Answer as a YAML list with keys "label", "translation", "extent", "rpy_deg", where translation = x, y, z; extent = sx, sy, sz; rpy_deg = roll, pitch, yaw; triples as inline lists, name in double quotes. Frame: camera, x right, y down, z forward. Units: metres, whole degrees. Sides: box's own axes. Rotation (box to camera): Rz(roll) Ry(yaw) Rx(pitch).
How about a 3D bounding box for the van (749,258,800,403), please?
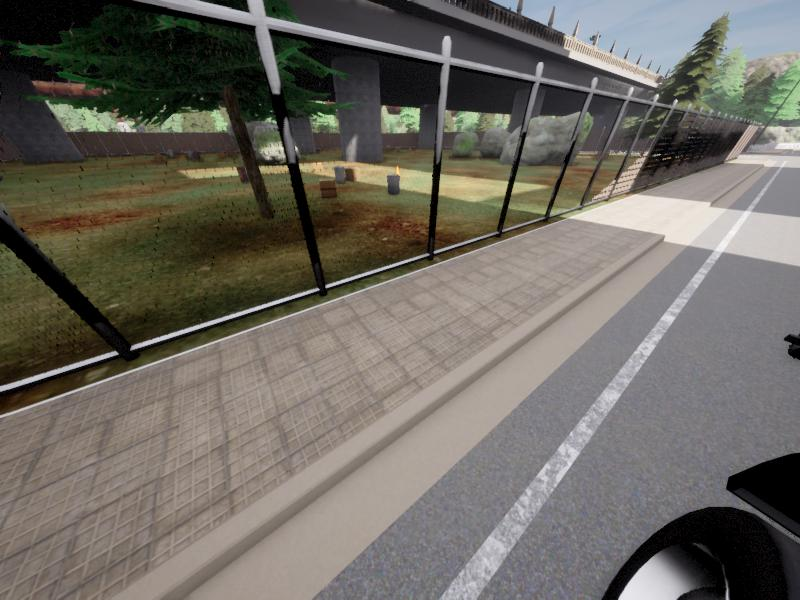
- label: "van"
  translation: [6.344, -0.140, 2.315]
  extent: [4.480, 2.038, 2.069]
  rpy_deg: [-20, 40, -27]
